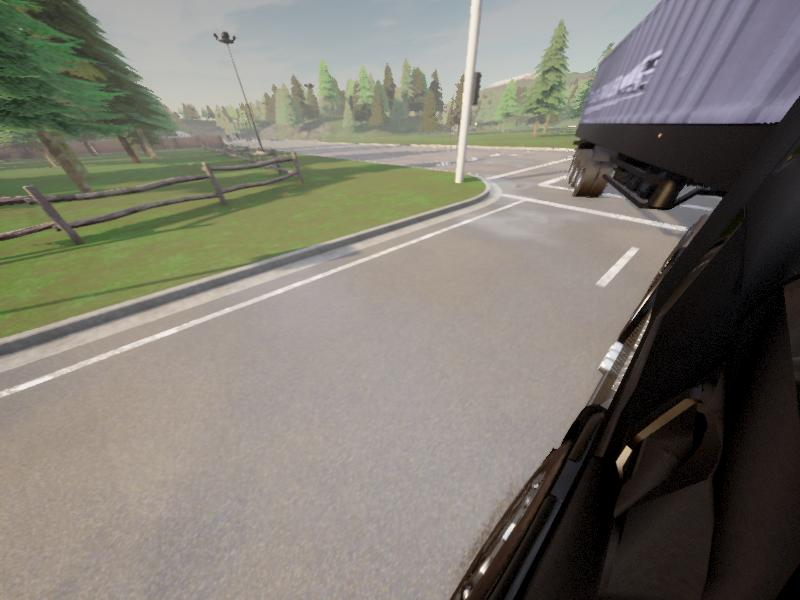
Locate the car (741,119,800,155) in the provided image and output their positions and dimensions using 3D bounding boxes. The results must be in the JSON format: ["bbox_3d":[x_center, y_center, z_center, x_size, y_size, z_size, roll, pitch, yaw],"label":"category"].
[{"bbox_3d":[24.996,-10.809,15.231,5.027,1.651,2.152,-27,43,-29],"label":"car"}]

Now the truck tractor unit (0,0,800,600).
[{"bbox_3d":[2.645,-0.295,0.351,6.516,4.208,3.053,-28,44,-30],"label":"truck tractor unit"}]

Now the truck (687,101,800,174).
[{"bbox_3d":[17.291,-7.139,10.091,2.627,2.467,5.204,-29,44,-31],"label":"truck"}]

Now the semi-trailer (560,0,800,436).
[{"bbox_3d":[6.703,-4.470,5.524,2.717,4.402,14.254,15,40,21],"label":"semi-trailer"}]

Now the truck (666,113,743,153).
[{"bbox_3d":[23.390,-12.868,17.706,6.274,2.098,2.390,-27,43,-29],"label":"truck"}]
